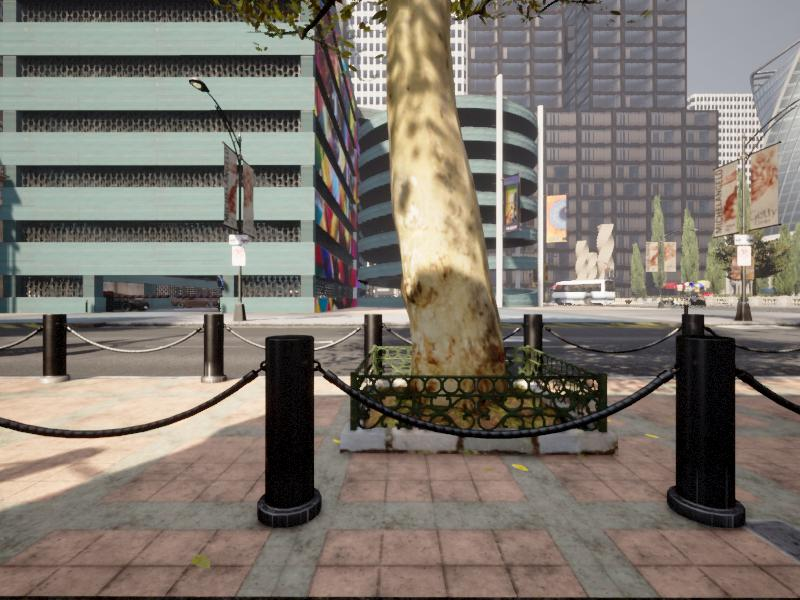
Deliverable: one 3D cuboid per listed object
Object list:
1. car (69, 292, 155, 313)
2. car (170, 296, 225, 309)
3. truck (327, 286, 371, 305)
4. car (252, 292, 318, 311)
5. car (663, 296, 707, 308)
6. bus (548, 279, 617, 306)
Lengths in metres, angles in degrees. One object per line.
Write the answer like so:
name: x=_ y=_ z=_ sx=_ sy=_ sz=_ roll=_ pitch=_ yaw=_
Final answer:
car: x=-21.193 y=0.157 z=29.591 sx=4.786 sy=1.482 sz=2.161 roll=0 pitch=0 yaw=0
car: x=-20.752 y=0.207 z=41.191 sx=4.718 sy=1.301 sz=1.895 roll=0 pitch=0 yaw=0
truck: x=-10.237 y=-0.924 z=81.000 sx=8.468 sy=3.827 sz=2.891 roll=0 pitch=0 yaw=0
car: x=-9.593 y=0.117 z=33.684 sx=4.902 sy=1.511 sz=2.128 roll=0 pitch=0 yaw=0
car: x=39.432 y=0.229 z=55.533 sx=2.038 sy=1.542 sz=4.974 roll=0 pitch=0 yaw=-10
bus: x=30.902 y=-1.139 z=68.338 sx=3.944 sy=4.253 sz=10.273 roll=0 pitch=0 yaw=-32
